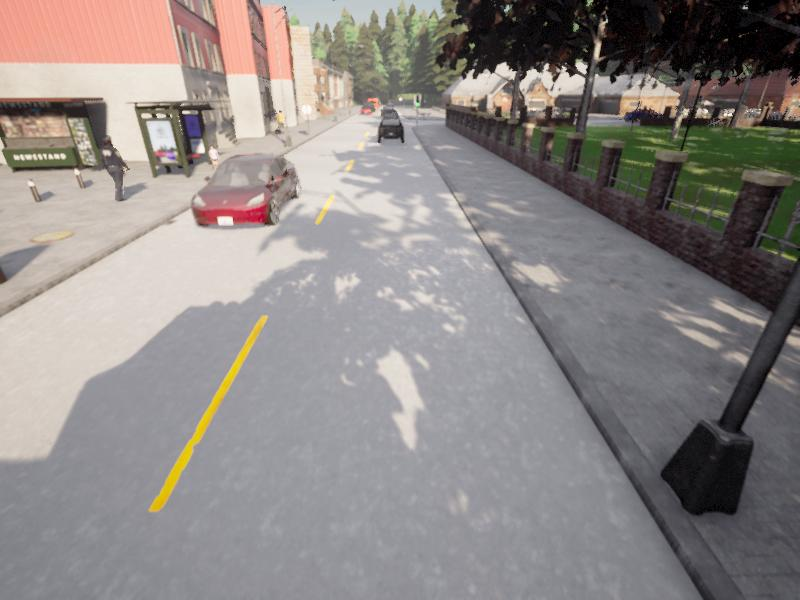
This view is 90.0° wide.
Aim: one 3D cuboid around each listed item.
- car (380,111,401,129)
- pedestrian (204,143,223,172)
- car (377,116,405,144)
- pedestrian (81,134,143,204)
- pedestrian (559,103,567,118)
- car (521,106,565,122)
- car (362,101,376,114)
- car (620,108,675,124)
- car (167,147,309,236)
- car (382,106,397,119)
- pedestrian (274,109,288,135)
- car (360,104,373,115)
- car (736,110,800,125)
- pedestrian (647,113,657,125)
[{"bbox_3d":[-0.979,-18.948,41.979,2.033,1.411,5.357,-1,27,-1],"label":"car"},{"bbox_3d":[-7.831,-5.998,16.827,0.500,1.100,0.500,-13,30,-23],"label":"pedestrian"},{"bbox_3d":[-0.674,-12.716,29.692,1.882,1.535,5.008,-1,27,-1],"label":"car"},{"bbox_3d":[-8.498,-3.883,11.878,0.751,1.860,0.751,0,27,1],"label":"pedestrian"},{"bbox_3d":[22.062,-25.616,54.122,0.751,1.860,0.751,10,29,18],"label":"pedestrian"},{"bbox_3d":[17.973,-23.453,50.408,4.611,1.667,2.242,0,27,0],"label":"car"},{"bbox_3d":[-5.814,-36.400,75.734,2.150,2.045,5.566,-1,27,-1],"label":"car"},{"bbox_3d":[29.125,-21.704,47.129,5.008,1.535,1.882,-1,27,-1],"label":"car"},{"bbox_3d":[-4.216,-3.325,11.479,2.163,1.488,4.792,-1,27,-1],"label":"car"},{"bbox_3d":[-1.582,-26.519,56.605,1.837,1.490,4.892,-3,27,-3],"label":"car"},{"bbox_3d":[-9.516,-14.267,32.093,0.751,1.860,0.751,-4,27,-7],"label":"pedestrian"},{"bbox_3d":[-5.610,-32.108,67.459,2.007,1.525,4.514,-1,27,-1],"label":"car"},{"bbox_3d":[42.379,-21.063,46.014,5.357,1.411,2.033,15,30,26],"label":"car"},{"bbox_3d":[26.773,-19.201,42.462,0.500,1.100,0.500,-1,27,-1],"label":"pedestrian"}]
